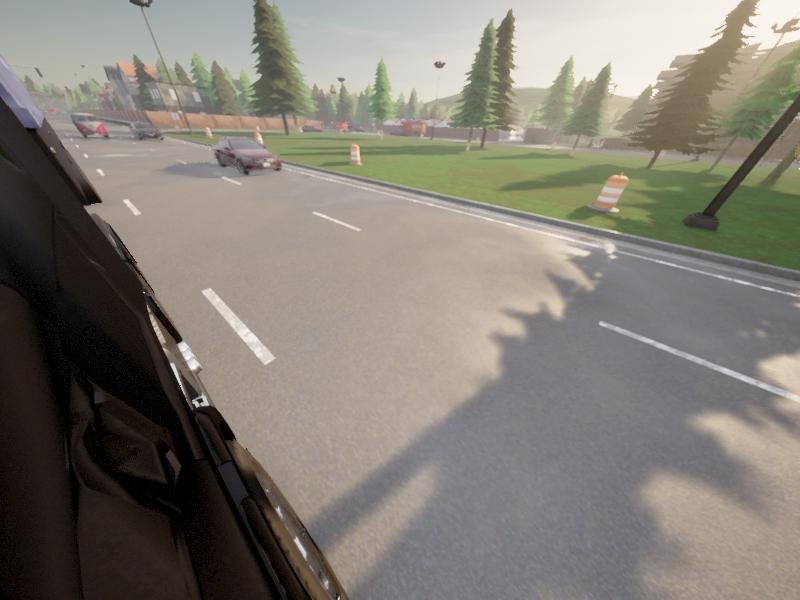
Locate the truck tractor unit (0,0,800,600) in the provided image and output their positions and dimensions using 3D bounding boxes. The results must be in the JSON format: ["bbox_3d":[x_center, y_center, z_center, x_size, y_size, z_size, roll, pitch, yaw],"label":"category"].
[{"bbox_3d":[-2.645,-0.295,0.351,6.516,4.208,3.053,28,44,30],"label":"truck tractor unit"}]

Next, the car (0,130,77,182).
[{"bbox_3d":[-15.671,-6.114,9.609,4.181,1.385,1.994,28,44,30],"label":"car"}]

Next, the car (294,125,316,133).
[{"bbox_3d":[-23.223,-41.901,56.628,4.514,1.525,2.007,-24,45,-31],"label":"car"}]

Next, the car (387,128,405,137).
[{"bbox_3d":[-1.037,-46.722,64.472,4.611,1.667,2.242,28,44,30],"label":"car"}]

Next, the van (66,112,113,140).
[{"bbox_3d":[-30.328,-16.994,22.570,4.442,1.987,1.775,28,44,30],"label":"van"}]

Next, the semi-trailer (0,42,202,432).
[{"bbox_3d":[-8.696,-3.619,4.211,14.254,4.402,2.717,28,44,30],"label":"semi-trailer"}]

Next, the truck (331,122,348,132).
[{"bbox_3d":[-20.157,-57.436,76.655,5.204,2.467,2.627,28,44,30],"label":"truck"}]

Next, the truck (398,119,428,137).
[{"bbox_3d":[3.719,-50.604,68.046,8.468,3.827,2.891,28,44,30],"label":"truck"}]

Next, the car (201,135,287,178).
[{"bbox_3d":[-8.103,-7.572,11.985,4.674,1.442,1.812,28,44,30],"label":"car"}]

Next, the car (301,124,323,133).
[{"bbox_3d":[-22.872,-44.646,60.236,4.611,1.667,2.242,-20,42,-27],"label":"car"}]

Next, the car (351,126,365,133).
[{"bbox_3d":[-14.669,-59.568,80.691,4.792,1.488,2.163,28,44,30],"label":"car"}]

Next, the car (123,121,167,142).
[{"bbox_3d":[-26.058,-17.243,23.599,4.892,1.490,1.837,28,44,30],"label":"car"}]

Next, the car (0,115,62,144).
[{"bbox_3d":[-30.184,-14.023,18.928,5.027,1.651,2.152,28,44,30],"label":"car"}]
